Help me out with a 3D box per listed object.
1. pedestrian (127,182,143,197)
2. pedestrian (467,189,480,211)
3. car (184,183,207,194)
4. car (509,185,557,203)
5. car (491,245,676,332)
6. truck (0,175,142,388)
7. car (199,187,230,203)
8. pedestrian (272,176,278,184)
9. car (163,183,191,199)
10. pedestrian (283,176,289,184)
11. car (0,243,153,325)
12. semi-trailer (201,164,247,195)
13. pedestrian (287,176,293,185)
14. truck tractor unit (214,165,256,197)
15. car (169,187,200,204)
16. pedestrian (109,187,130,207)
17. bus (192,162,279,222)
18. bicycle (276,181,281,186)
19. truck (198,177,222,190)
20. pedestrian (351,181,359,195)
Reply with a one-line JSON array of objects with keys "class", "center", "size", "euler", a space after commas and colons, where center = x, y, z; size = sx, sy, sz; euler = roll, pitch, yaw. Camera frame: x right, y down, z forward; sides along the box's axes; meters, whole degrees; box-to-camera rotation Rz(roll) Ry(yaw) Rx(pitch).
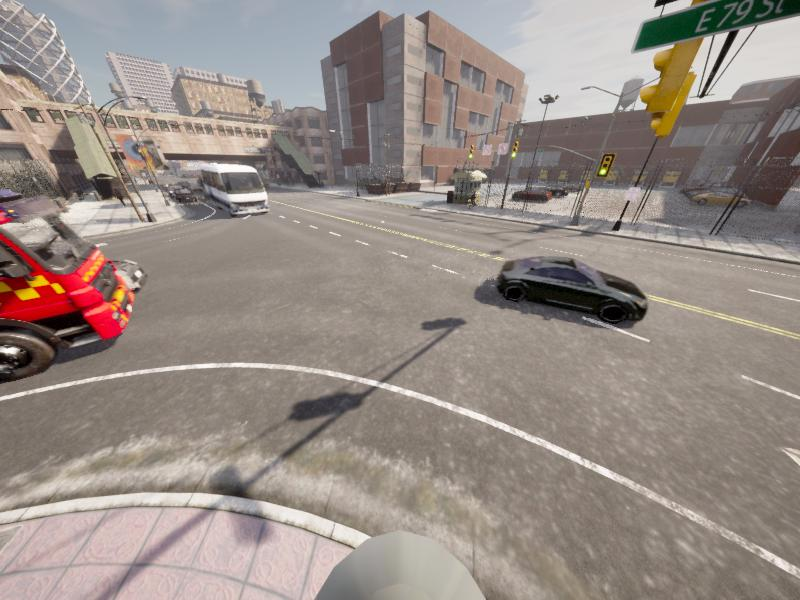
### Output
[{"class": "pedestrian", "center": [-38.013, -15.813, 33.180], "size": [0.751, 1.860, 0.751], "euler": [20, 35, 30]}, {"class": "pedestrian", "center": [7.279, -9.917, 22.970], "size": [0.751, 1.860, 0.751], "euler": [25, 38, 36]}, {"class": "car", "center": [-36.295, -19.832, 40.962], "size": [2.033, 1.411, 5.357], "euler": [-26, 39, -37]}, {"class": "car", "center": [17.025, -13.733, 29.804], "size": [2.185, 1.767, 4.553], "euler": [-27, 39, -38]}, {"class": "car", "center": [5.493, -0.617, 7.705], "size": [4.181, 1.385, 1.994], "euler": [14, 33, 23]}, {"class": "truck", "center": [-10.988, 0.378, 3.527], "size": [8.468, 3.827, 2.891], "euler": [-23, 37, -35]}, {"class": "car", "center": [-25.010, -14.157, 31.045], "size": [2.163, 1.488, 4.792], "euler": [-26, 39, -37]}, {"class": "pedestrian", "center": [-31.183, -29.904, 57.587], "size": [0.751, 1.860, 0.751], "euler": [-24, 38, -35]}, {"class": "car", "center": [-33.366, -16.355, 34.546], "size": [2.185, 1.767, 4.553], "euler": [-27, 39, -38]}, {"class": "pedestrian", "center": [-29.188, -30.721, 59.003], "size": [0.751, 1.860, 0.751], "euler": [-25, 38, -36]}, {"class": "car", "center": [-11.299, -0.624, 7.610], "size": [3.806, 1.475, 1.970], "euler": [-18, 35, -28]}, {"class": "semi-trailer", "center": [-31.670, -21.787, 41.321], "size": [2.717, 4.402, 14.254], "euler": [-26, 39, -37]}, {"class": "pedestrian", "center": [-25.934, -28.130, 54.515], "size": [0.751, 1.860, 0.751], "euler": [-20, 36, -31]}, {"class": "truck tractor unit", "center": [-26.116, -18.891, 36.491], "size": [3.053, 4.208, 6.516], "euler": [-26, 39, -37]}, {"class": "car", "center": [-28.751, -14.010, 30.735], "size": [2.097, 1.535, 5.008], "euler": [-27, 39, -38]}, {"class": "pedestrian", "center": [-30.875, -11.340, 25.434], "size": [0.751, 1.860, 0.751], "euler": [22, 36, 32]}, {"class": "bus", "center": [-16.628, -11.215, 23.154], "size": [3.944, 4.253, 10.273], "euler": [-26, 41, -37]}, {"class": "bicycle", "center": [-27.647, -26.484, 52.524], "size": [1.643, 1.024, 0.373], "euler": [27, 29, 38]}, {"class": "truck", "center": [-39.271, -24.110, 47.715], "size": [2.390, 2.098, 6.274], "euler": [-26, 39, -37]}, {"class": "pedestrian", "center": [-6.955, -17.312, 35.778], "size": [0.751, 1.860, 0.751], "euler": [-27, 39, -38]}]
